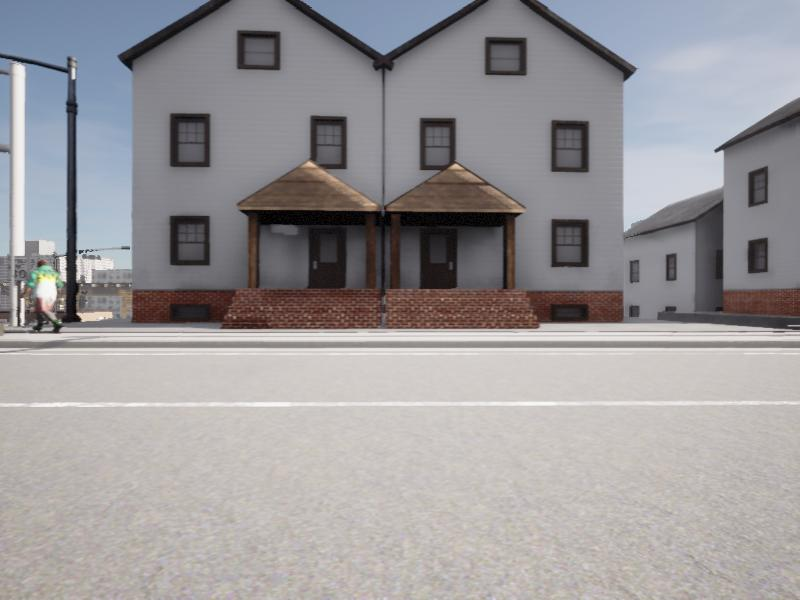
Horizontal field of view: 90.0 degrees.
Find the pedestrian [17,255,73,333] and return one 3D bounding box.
[{"bbox_3d":[-8.879,-0.150,10.025,0.751,1.860,0.751,0,0,12],"label":"pedestrian"}]

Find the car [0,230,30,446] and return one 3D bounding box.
[{"bbox_3d":[-4.998,0.261,1.944,4.674,1.442,1.812,0,0,-1],"label":"car"}]
